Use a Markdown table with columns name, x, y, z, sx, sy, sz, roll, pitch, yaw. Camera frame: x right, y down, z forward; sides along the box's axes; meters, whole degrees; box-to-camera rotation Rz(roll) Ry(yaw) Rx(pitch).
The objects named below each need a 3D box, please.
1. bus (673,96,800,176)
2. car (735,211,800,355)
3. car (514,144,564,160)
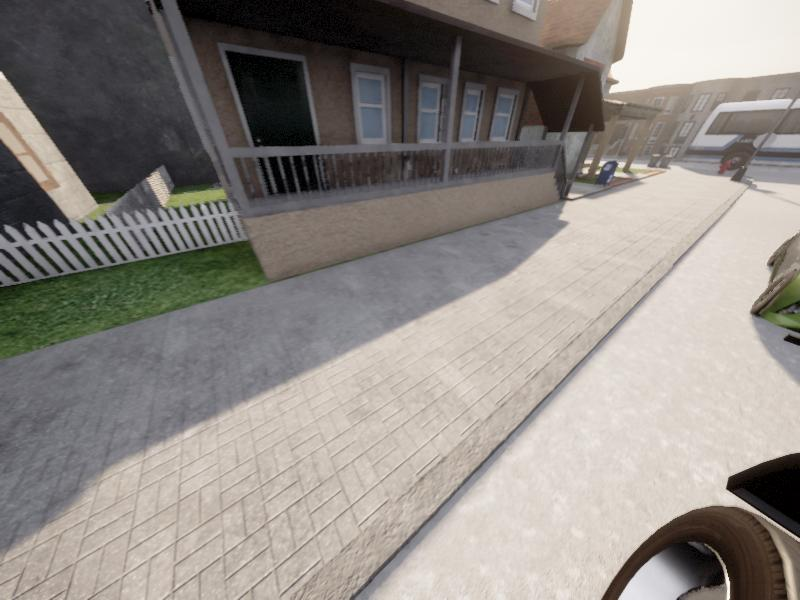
| name | x | y | z | sx | sy | sz | roll | pitch | yaw |
| --- | --- | --- | --- | --- | --- | --- | --- | --- | --- |
| bus | 27.773 | -11.193 | 15.870 | 3.944 | 4.253 | 10.273 | -23 | 41 | -28 |
| car | 7.109 | -0.471 | 3.197 | 4.514 | 1.525 | 2.007 | -23 | 41 | -28 |
| car | 17.142 | -18.515 | 28.734 | 1.837 | 1.490 | 4.892 | -23 | 41 | -28 |
